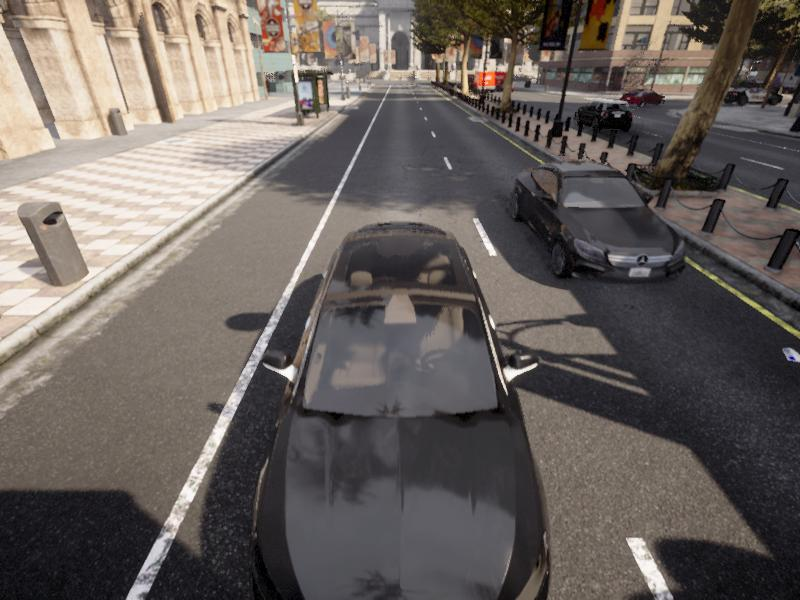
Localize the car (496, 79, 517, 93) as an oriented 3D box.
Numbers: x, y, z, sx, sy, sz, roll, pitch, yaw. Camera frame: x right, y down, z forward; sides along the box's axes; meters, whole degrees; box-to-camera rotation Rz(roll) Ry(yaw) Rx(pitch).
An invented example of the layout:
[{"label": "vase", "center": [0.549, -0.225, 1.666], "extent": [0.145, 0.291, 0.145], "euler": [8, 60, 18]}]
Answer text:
[{"label": "car", "center": [15.021, -30.482, 56.835], "extent": [1.851, 1.617, 3.988], "euler": [0, 30, 0]}]

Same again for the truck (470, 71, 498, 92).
[{"label": "truck", "center": [11.502, -30.219, 55.466], "extent": [2.627, 2.467, 5.204], "euler": [0, 28, 0]}]

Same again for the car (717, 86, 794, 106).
[{"label": "car", "center": [32.946, -19.019, 37.234], "extent": [4.974, 1.542, 2.038], "euler": [-1, 30, -2]}]

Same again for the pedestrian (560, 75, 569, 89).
[{"label": "pedestrian", "center": [24.763, -32.831, 60.275], "extent": [0.751, 1.860, 0.751], "euler": [3, 30, 6]}]

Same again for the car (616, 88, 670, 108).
[{"label": "car", "center": [21.871, -18.251, 36.065], "extent": [4.181, 1.385, 1.994], "euler": [-16, 34, -25]}]

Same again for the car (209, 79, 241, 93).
[{"label": "car", "center": [-23.453, -28.821, 53.808], "extent": [2.128, 1.511, 4.902], "euler": [0, 30, 0]}]

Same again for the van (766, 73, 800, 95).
[{"label": "van", "center": [52.972, -28.812, 53.181], "extent": [2.351, 2.431, 6.366], "euler": [0, 30, 0]}]

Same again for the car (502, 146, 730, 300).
[{"label": "car", "center": [3.484, -1.798, 7.711], "extent": [1.812, 1.442, 4.674], "euler": [0, 30, 0]}]

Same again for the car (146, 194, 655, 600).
[{"label": "car", "center": [0.000, 0.370, 3.934], "extent": [1.837, 1.490, 4.892], "euler": [0, 30, 0]}]

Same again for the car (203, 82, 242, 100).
[{"label": "car", "center": [-19.320, -22.956, 43.816], "extent": [2.161, 1.482, 4.786], "euler": [0, 30, 0]}]

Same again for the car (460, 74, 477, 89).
[{"label": "car", "center": [11.474, -36.861, 67.353], "extent": [2.150, 2.045, 5.566], "euler": [1, 30, 2]}]

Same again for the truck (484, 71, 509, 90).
[{"label": "truck", "center": [14.992, -34.256, 62.460], "extent": [2.627, 2.467, 5.204], "euler": [0, 30, 0]}]

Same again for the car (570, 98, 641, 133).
[{"label": "car", "center": [11.504, -10.565, 22.746], "extent": [1.970, 1.475, 3.806], "euler": [0, 30, 0]}]
